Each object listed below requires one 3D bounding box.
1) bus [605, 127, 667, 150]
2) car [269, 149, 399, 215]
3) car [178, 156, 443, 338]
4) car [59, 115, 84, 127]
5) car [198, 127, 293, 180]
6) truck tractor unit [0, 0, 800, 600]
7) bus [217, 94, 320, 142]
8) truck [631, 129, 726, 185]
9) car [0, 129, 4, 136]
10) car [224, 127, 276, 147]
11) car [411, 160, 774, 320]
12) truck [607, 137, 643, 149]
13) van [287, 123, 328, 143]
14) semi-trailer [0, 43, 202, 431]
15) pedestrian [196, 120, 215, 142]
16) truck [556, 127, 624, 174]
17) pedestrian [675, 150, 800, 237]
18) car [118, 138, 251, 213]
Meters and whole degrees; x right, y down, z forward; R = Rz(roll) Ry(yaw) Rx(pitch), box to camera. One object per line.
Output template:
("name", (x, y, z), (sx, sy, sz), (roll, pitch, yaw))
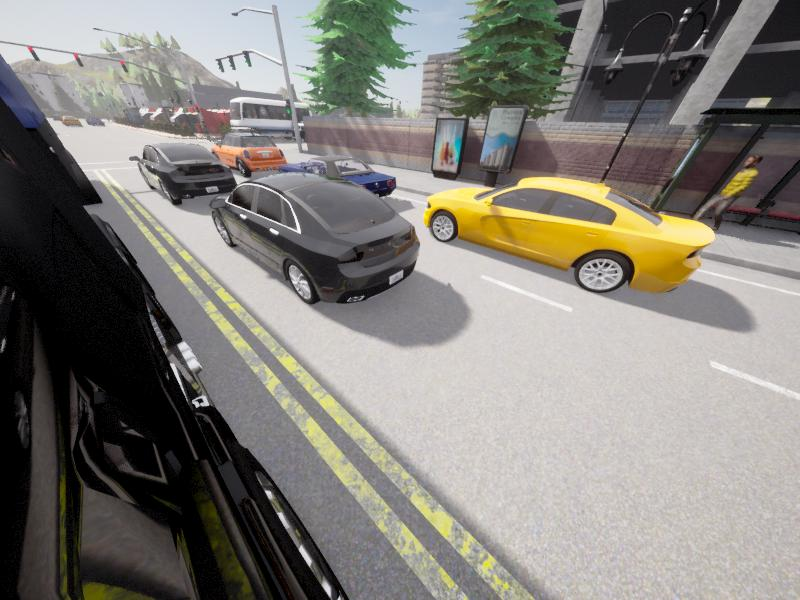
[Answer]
("bus", (61.493, -42.485, 60.713), (10.273, 4.253, 3.944), (28, 44, 30))
("car", (-2.472, -4.485, 8.395), (4.718, 1.301, 1.895), (28, 44, 30))
("car", (-1.889, -1.514, 4.299), (4.892, 1.490, 1.837), (28, 44, 30))
("car", (-58.732, -31.939, 41.285), (5.008, 1.535, 1.882), (28, 43, 29))
("car", (-7.820, -7.548, 11.729), (4.553, 1.767, 2.097), (28, 44, 30))
("truck tractor unit", (-2.645, -0.295, 0.351), (6.516, 4.208, 3.053), (28, 44, 30))
("bus", (-16.508, -23.507, 30.345), (3.944, 4.253, 10.273), (28, 44, 30))
("truck", (17.256, -9.272, 14.791), (2.615, 2.467, 5.204), (28, 44, 30))
("car", (-40.065, -16.505, 21.824), (5.366, 1.575, 1.801), (29, 44, 31))
("car", (-15.314, -16.782, 23.767), (1.970, 1.475, 3.806), (28, 44, 29))
("car", (2.834, -1.748, 4.874), (5.008, 1.535, 1.882), (28, 44, 30))
("truck", (58.221, -40.699, 59.921), (6.274, 2.098, 2.390), (28, 44, 30))
("van", (-12.250, -22.474, 31.080), (2.069, 2.038, 4.480), (24, 42, 26))
("semi-trailer", (-8.696, -3.609, 4.224), (14.254, 4.402, 2.717), (28, 44, 30))
("pedestrian", (-21.527, -18.743, 25.631), (0.751, 1.860, 0.751), (20, 40, 22))
("truck", (13.953, -11.032, 16.931), (2.615, 2.467, 5.204), (28, 44, 30))
("pedestrian", (8.453, -2.699, 5.937), (0.751, 1.860, 0.751), (13, 38, 13))
("car", (-7.406, -4.461, 7.884), (4.892, 1.490, 1.837), (28, 44, 30))
